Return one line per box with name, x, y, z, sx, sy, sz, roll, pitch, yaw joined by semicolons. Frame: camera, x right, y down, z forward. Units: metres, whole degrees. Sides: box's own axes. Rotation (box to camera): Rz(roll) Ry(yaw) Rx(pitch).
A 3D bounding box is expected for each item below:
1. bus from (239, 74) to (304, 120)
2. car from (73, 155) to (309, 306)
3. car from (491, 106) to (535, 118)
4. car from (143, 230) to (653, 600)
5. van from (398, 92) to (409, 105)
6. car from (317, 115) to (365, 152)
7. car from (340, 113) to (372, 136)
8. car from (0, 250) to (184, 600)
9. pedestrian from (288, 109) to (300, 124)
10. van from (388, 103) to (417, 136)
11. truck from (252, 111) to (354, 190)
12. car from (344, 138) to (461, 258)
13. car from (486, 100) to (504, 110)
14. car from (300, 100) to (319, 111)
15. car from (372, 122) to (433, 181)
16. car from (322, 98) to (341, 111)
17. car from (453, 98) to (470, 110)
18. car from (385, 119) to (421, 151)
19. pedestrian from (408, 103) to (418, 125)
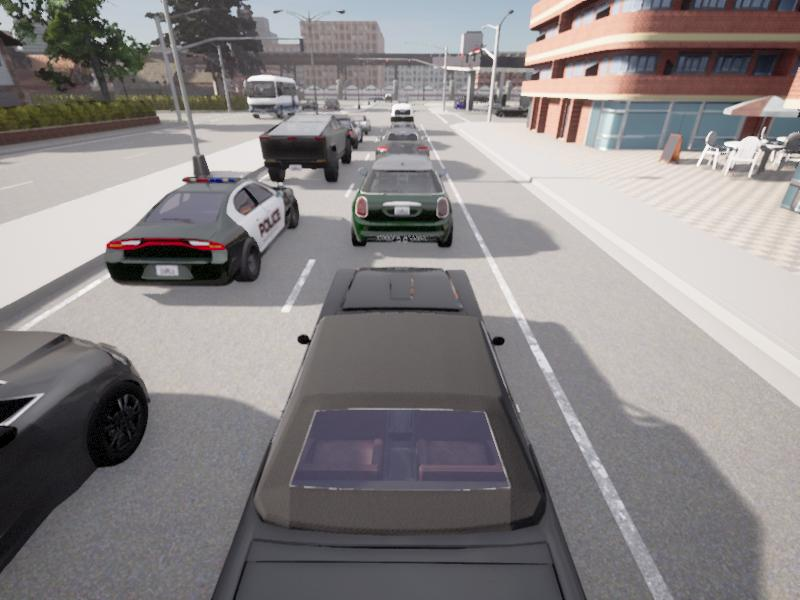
bus;-14.503;-23.601;46.605;3.944;4.253;10.273;0;27;0
car;-3.457;-1.749;8.048;2.038;1.542;4.974;0;28;0
car;13.814;-23.067;49.045;4.718;1.301;1.895;0;28;-1
car;0.006;0.737;3.606;1.895;1.301;4.718;0;28;0
van;0.742;-45.979;91.286;2.351;2.431;6.366;0;28;0
car;-3.326;-9.910;23.578;2.038;1.542;4.974;1;28;0
car;-3.270;-13.509;30.681;1.895;1.301;4.718;0;28;0
car;-3.506;1.355;1.991;2.242;1.667;4.611;0;28;0
pedestrian;-10.117;-17.483;38.117;0.751;1.300;0.751;2;28;3
van;0.187;-13.869;30.602;2.069;2.038;4.480;0;28;0
truck;-3.391;-6.070;15.663;2.390;2.098;6.274;0;28;0
car;0.057;-2.693;9.597;2.097;1.767;4.553;0;28;0
car;15.993;-32.916;67.498;1.970;1.475;3.806;1;28;1
car;-14.488;-31.357;64.429;1.994;1.385;4.181;0;28;0
car;0.113;-6.341;16.725;2.152;1.651;5.027;0;28;0
car;-10.986;-31.559;64.423;2.097;1.767;4.553;0;28;0
car;10.244;-32.747;66.774;2.242;1.667;4.611;1;28;1
car;0.174;-9.959;23.961;1.895;1.301;4.718;0;28;0
pedestrian;1.247;-17.897;38.419;0.751;1.860;0.751;4;28;7
